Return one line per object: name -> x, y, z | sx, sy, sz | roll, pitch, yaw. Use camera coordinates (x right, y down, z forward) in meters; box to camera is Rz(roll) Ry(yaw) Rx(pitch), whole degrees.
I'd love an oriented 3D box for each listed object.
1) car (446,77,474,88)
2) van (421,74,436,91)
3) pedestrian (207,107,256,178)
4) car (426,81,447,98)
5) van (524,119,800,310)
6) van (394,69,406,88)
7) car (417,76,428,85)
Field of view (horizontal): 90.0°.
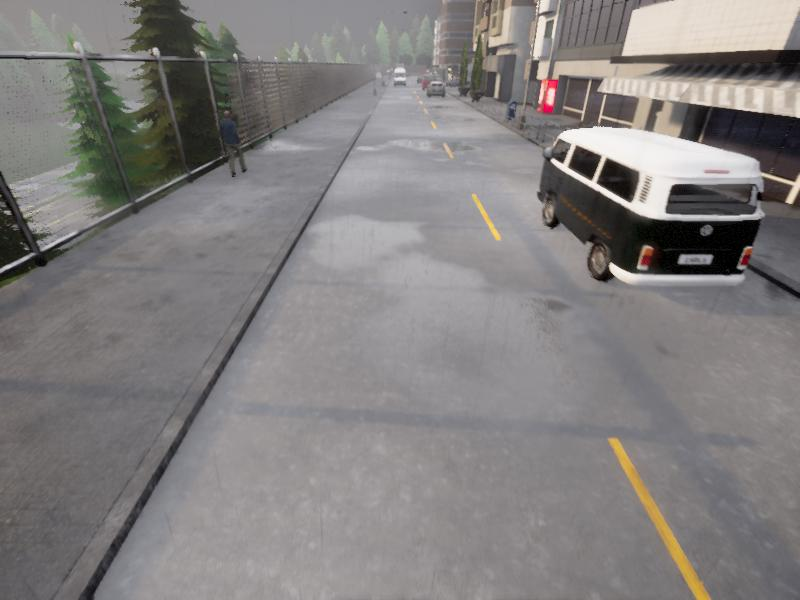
car -> 9.495, -34.476, 63.442 | 3.806, 1.475, 1.970 | -13, 33, -21
van -> 4.001, -30.517, 56.096 | 1.775, 1.987, 4.442 | 0, 30, 0
pedestrian -> -4.929, -4.653, 11.828 | 0.751, 1.860, 0.751 | 1, 30, 1
car -> 4.000, -23.567, 44.741 | 1.970, 1.475, 3.806 | 0, 30, 0
van -> 4.001, -1.864, 7.146 | 2.069, 2.038, 4.480 | 0, 30, 0
van -> 0.002, -36.401, 65.548 | 1.988, 2.561, 5.915 | 0, 30, 0
car -> 4.149, -41.187, 74.978 | 1.895, 1.301, 4.718 | 0, 30, 0
